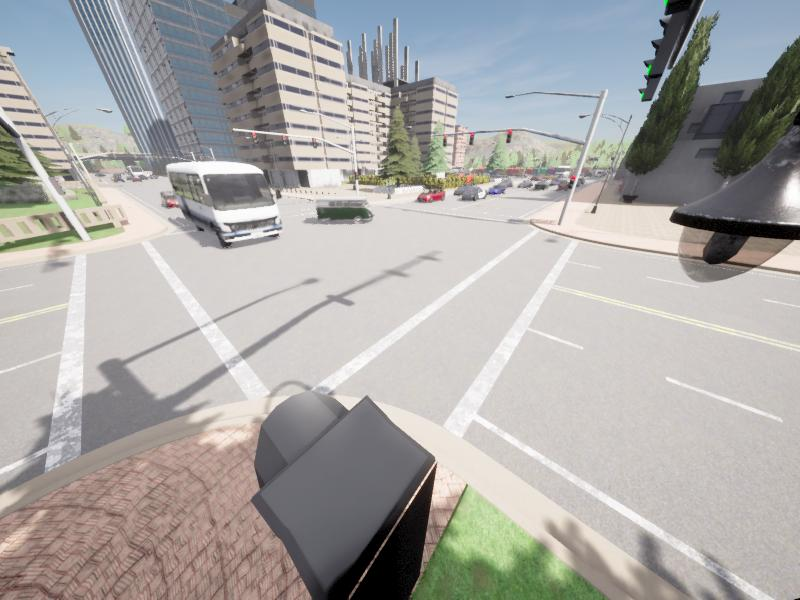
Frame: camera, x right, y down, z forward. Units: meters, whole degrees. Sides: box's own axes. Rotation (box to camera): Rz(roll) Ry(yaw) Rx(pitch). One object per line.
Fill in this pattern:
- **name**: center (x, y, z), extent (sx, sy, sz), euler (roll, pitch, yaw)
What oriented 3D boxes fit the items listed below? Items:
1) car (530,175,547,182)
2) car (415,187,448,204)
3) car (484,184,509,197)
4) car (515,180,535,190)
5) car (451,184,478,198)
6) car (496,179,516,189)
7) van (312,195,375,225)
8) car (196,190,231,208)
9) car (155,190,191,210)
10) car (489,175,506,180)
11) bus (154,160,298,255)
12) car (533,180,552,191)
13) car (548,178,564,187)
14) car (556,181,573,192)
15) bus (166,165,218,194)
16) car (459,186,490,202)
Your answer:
- **car**: center (44.170, -38.833, 73.731), extent (2.242, 1.667, 4.611), euler (-2, 30, -3)
- **car**: center (4.201, -13.723, 30.248), extent (2.007, 1.525, 4.514), euler (24, 38, 35)
- **car**: center (15.508, -17.684, 37.109), extent (2.007, 1.525, 4.514), euler (23, 37, 34)
- **car**: center (25.859, -23.811, 47.805), extent (2.128, 1.511, 4.902), euler (23, 37, 34)
- **car**: center (10.186, -17.242, 36.333), extent (2.038, 1.542, 4.974), euler (23, 37, 34)
- **car**: center (22.492, -24.616, 48.995), extent (2.033, 1.649, 4.856), euler (23, 37, 34)
- **van**: center (-4.370, -7.247, 18.576), extent (4.442, 1.987, 1.775), euler (2, 31, 3)
- **car**: center (-22.344, -12.165, 27.634), extent (4.674, 1.442, 1.812), euler (24, 37, 34)
- **car**: center (-25.578, -11.306, 25.982), extent (3.988, 1.617, 1.851), euler (23, 37, 34)
- **car**: center (34.886, -43.989, 82.753), extent (4.902, 1.511, 2.128), euler (23, 37, 34)
- **bus**: center (-11.646, -6.614, 15.209), extent (10.273, 4.253, 3.944), euler (24, 38, 35)
- **car**: center (27.861, -22.367, 45.107), extent (1.930, 1.638, 5.238), euler (23, 37, 34)
- **car**: center (36.544, -27.540, 54.059), extent (2.033, 1.649, 4.856), euler (23, 37, 34)
- **car**: center (31.461, -21.759, 44.123), extent (1.789, 1.549, 3.705), euler (23, 37, 34)
- **bus**: center (-37.883, -22.120, 42.068), extent (10.273, 4.253, 3.944), euler (23, 37, 34)
- **car**: center (10.255, -14.559, 31.692), extent (2.038, 1.542, 4.974), euler (23, 37, 34)
